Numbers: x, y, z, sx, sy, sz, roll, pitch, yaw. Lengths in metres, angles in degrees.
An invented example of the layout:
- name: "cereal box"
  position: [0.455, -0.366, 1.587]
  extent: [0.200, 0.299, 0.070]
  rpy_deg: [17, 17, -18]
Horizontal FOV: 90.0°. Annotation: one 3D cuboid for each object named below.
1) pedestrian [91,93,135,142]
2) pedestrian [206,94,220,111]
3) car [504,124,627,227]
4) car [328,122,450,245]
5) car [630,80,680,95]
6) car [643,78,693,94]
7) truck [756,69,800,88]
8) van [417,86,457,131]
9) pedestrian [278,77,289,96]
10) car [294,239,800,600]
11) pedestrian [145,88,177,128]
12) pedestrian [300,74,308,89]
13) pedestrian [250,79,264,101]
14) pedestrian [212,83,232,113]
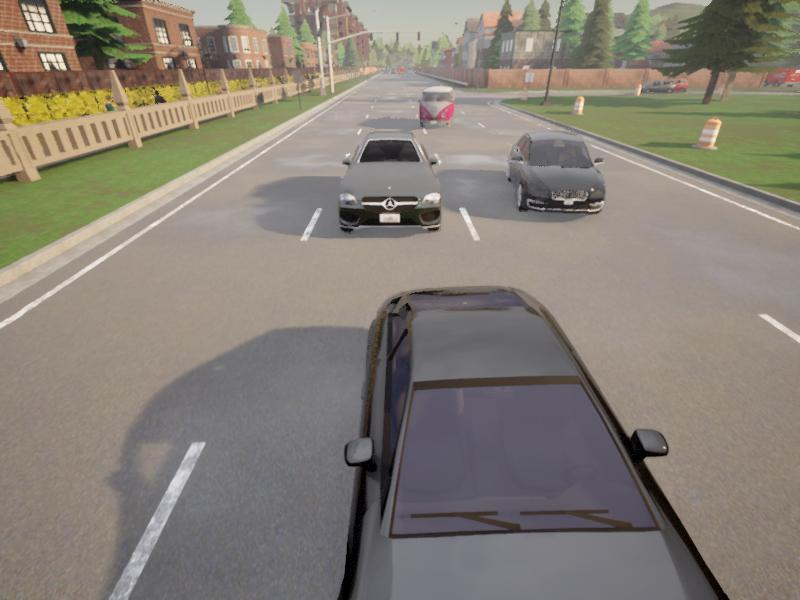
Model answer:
- name: "pedestrian"
  position: [-12.543, -7.993, 17.541]
  extent: [0.751, 1.860, 0.751]
  rpy_deg: [0, 30, -1]
- name: "pedestrian"
  position: [-13.786, -14.550, 29.512]
  extent: [0.500, 1.100, 0.500]
  rpy_deg: [2, 30, 4]
- name: "car"
  position: [3.954, -3.520, 10.525]
  extent: [1.837, 1.490, 4.892]
  rpy_deg: [4, 31, 7]
- name: "car"
  position: [-0.230, -3.082, 9.666]
  extent: [2.152, 1.651, 5.027]
  rpy_deg: [-1, 30, -1]
- name: "car"
  position: [30.823, -25.704, 48.383]
  extent: [4.514, 1.525, 2.007]
  rpy_deg: [-3, 30, -5]
- name: "car"
  position: [34.420, -27.577, 51.491]
  extent: [4.611, 1.667, 2.242]
  rpy_deg: [-1, 30, -1]
- name: "truck"
  position: [60.905, -35.570, 64.118]
  extent: [2.627, 2.467, 5.204]
  rpy_deg: [0, 30, -1]
- name: "van"
  position: [2.186, -11.144, 23.083]
  extent: [1.775, 1.987, 4.442]
  rpy_deg: [5, 31, 9]
- name: "pedestrian"
  position: [-12.934, -23.800, 44.570]
  extent: [0.751, 1.860, 0.751]
  rpy_deg: [-1, 30, -1]
- name: "car"
  position: [0.638, 1.018, 2.928]
  extent: [1.994, 1.385, 4.181]
  rpy_deg: [-2, 30, 1]
- name: "pedestrian"
  position: [-12.854, -10.331, 21.540]
  extent: [0.751, 1.860, 0.751]
  rpy_deg: [4, 31, 7]
- name: "pedestrian"
  position: [-14.131, -32.142, 58.840]
  extent: [0.751, 1.860, 0.751]
  rpy_deg: [0, 30, 0]
- name: "pedestrian"
  position: [-13.548, -19.930, 37.957]
  extent: [0.751, 1.860, 0.751]
  rpy_deg: [0, 30, 0]
- name: "pedestrian"
  position: [-12.662, -14.381, 28.463]
  extent: [0.751, 1.860, 0.751]
  rpy_deg: [0, 30, 0]
